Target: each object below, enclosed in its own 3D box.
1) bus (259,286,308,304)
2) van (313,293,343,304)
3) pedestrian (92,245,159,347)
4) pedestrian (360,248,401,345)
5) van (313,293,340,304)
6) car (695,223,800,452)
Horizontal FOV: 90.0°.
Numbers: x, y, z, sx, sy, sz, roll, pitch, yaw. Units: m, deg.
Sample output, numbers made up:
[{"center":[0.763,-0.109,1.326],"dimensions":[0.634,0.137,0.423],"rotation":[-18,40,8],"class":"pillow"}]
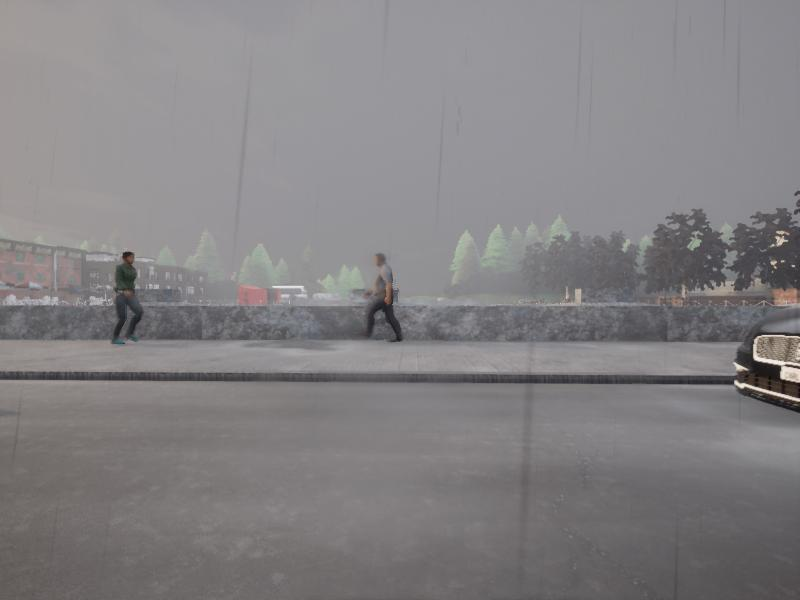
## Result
[{"center":[-27.230,-1.139,93.977],"dimensions":[10.273,4.253,3.944],"rotation":[0,0,2],"class":"bus"},{"center":[-16.089,-0.227,89.727],"dimensions":[6.366,2.431,2.351],"rotation":[0,0,2],"class":"van"},{"center":[-5.276,-0.067,7.729],"dimensions":[0.751,1.860,0.751],"rotation":[0,0,8],"class":"pedestrian"},{"center":[-0.380,-0.067,8.008],"dimensions":[0.751,1.860,0.751],"rotation":[0,0,3],"class":"pedestrian"},{"center":[-17.111,-0.300,93.769],"dimensions":[5.915,2.561,1.988],"rotation":[0,0,2],"class":"van"},{"center":[5.046,0.245,2.572],"dimensions":[4.892,1.490,1.837],"rotation":[0,0,2],"class":"car"}]
